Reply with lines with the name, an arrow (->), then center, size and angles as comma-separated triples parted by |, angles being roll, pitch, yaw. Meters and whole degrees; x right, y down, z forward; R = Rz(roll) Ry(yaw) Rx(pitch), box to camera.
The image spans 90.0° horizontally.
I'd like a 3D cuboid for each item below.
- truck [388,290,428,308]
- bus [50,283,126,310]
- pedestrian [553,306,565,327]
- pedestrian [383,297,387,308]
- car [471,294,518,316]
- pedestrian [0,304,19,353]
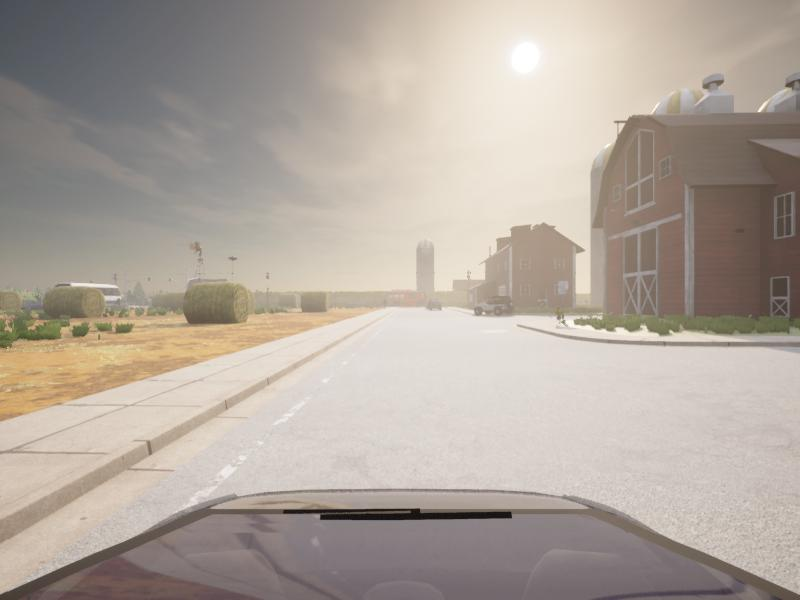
truck -> 1.723, -0.298, 86.072 | 8.468, 3.827, 2.891 | 0, 0, 3
bus -> -51.394, -0.547, 66.457 | 3.944, 4.253, 10.273 | 0, 0, 6
pedestrian -> 8.390, 0.865, 21.137 | 0.500, 1.100, 0.500 | 0, 0, 6
pedestrian -> -2.630, 0.487, 70.828 | 0.751, 1.860, 0.751 | 0, 0, -1
car -> 8.908, 0.488, 37.965 | 1.905, 1.878, 3.866 | -8, 3, -40
pedestrian -> -11.107, 0.766, 10.959 | 0.751, 1.300, 0.751 | 0, 0, 25
